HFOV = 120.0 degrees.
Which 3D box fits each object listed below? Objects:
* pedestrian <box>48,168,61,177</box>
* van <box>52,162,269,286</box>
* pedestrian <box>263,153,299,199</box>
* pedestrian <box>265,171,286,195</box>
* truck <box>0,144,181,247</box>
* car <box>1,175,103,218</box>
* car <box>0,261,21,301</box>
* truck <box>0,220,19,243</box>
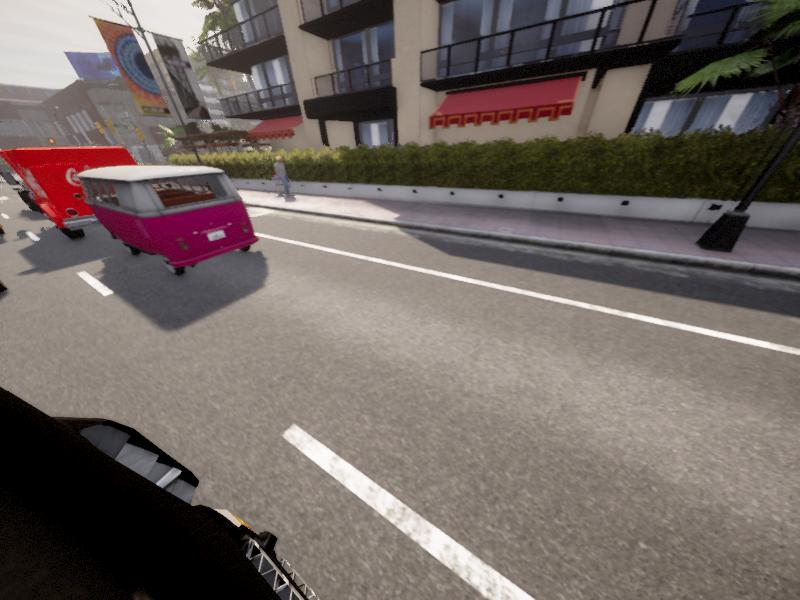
[{"bbox_3d":[-50.116,-18.528,33.495,0.500,1.100,0.500,19,39,29],"label":"pedestrian"},{"bbox_3d":[-5.693,-2.098,5.585,4.442,1.987,1.775,16,38,26],"label":"van"},{"bbox_3d":[-5.719,-5.999,11.210,0.751,1.860,0.751,11,36,20],"label":"pedestrian"},{"bbox_3d":[-6.561,-6.189,12.231,0.500,1.100,0.500,17,38,26],"label":"pedestrian"},{"bbox_3d":[-11.157,-3.895,8.185,5.204,2.467,2.627,16,38,26],"label":"truck"},{"bbox_3d":[-17.489,-5.336,11.647,3.806,1.475,1.970,16,38,26],"label":"car"},{"bbox_3d":[-9.451,-0.769,4.233,3.705,1.549,1.789,16,38,26],"label":"car"},{"bbox_3d":[-17.200,-3.967,7.473,8.468,3.827,2.891,16,38,26],"label":"truck"}]
